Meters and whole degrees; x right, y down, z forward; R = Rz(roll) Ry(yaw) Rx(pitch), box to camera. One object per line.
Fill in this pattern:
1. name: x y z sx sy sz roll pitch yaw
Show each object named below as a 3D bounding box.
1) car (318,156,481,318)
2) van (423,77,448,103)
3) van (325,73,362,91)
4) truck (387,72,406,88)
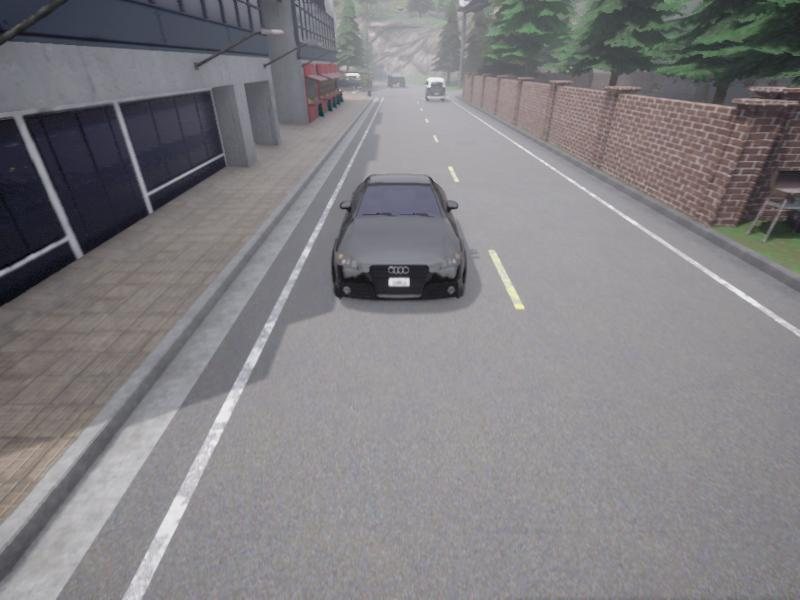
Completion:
1. car: -0.016 -1.409 7.043 1.994 1.385 4.181 0 30 0
2. van: 3.451 -20.801 39.507 2.069 2.038 4.480 0 30 0
3. van: -7.266 -28.475 52.295 4.480 2.038 2.069 -1 30 -1
4. truck: -0.594 -35.465 64.493 2.390 2.098 6.274 -3 31 -6
